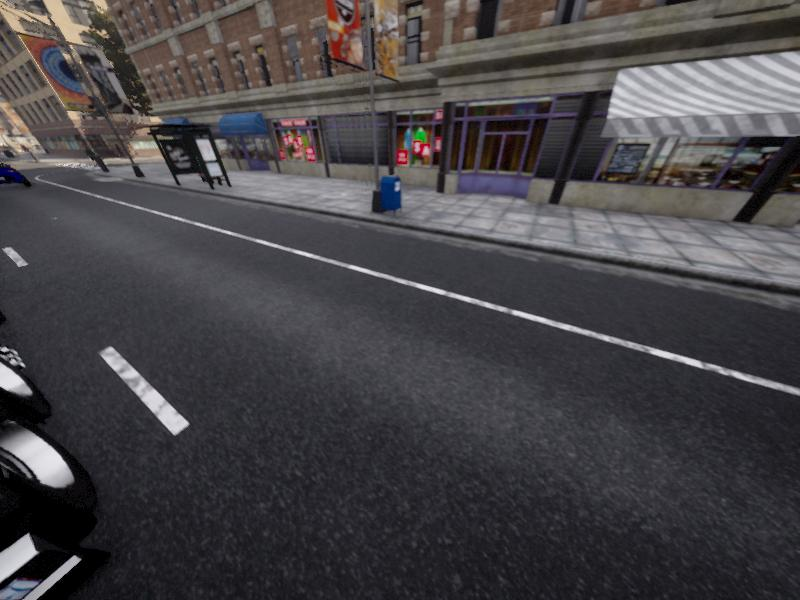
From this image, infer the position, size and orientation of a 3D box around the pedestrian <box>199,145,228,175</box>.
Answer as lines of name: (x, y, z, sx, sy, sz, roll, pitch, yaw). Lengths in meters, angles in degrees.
pedestrian: (-13.648, -10.281, 16.954, 0.751, 1.860, 0.751, 13, 37, 18)

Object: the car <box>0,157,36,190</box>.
car: (-24.755, -7.733, 14.049, 4.193, 1.474, 1.816, 18, 39, 24)

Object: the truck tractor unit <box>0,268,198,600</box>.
truck tractor unit: (-5.121, -0.291, 0.768, 6.516, 4.208, 3.053, 18, 39, 24)

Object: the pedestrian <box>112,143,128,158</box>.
pedestrian: (-42.753, -22.835, 35.255, 0.751, 1.860, 0.751, 26, 42, 32)
